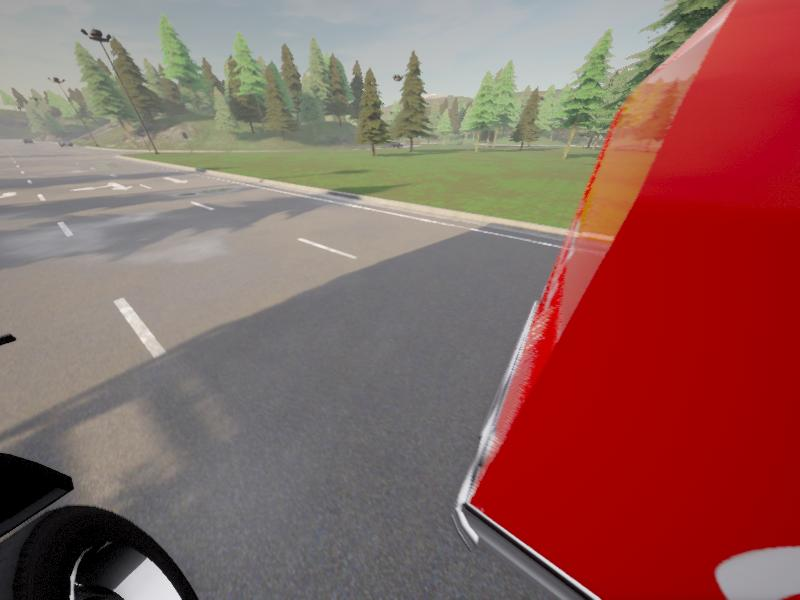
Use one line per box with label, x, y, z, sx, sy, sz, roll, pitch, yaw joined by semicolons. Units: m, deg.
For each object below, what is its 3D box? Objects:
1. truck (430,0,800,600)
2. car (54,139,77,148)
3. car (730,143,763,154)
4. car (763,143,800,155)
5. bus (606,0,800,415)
truck;3.086;0.931;0.470;5.204;2.467;2.627;22;41;28
car;-78.659;-36.799;54.284;4.902;1.511;2.128;22;41;28
car;68.476;-30.072;45.793;2.038;1.542;4.974;22;41;27
car;69.599;-27.484;42.053;2.033;1.649;4.856;22;40;27
bus;8.123;-0.296;0.705;10.273;4.253;3.944;22;41;28
